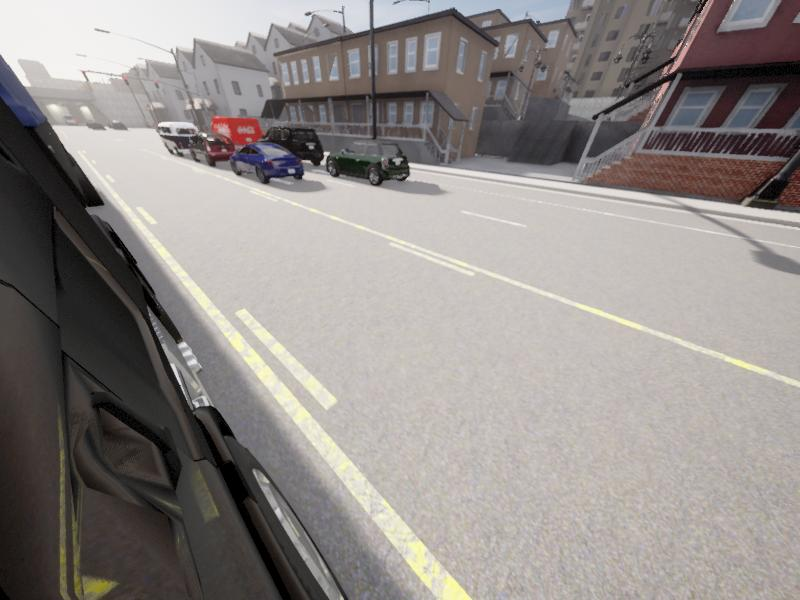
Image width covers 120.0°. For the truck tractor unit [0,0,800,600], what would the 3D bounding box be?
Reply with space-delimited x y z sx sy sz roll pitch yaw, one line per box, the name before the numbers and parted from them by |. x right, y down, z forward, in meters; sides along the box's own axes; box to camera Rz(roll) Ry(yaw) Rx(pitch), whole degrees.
truck tractor unit | -2.645 -0.295 0.352 6.516 4.208 3.053 28 44 30

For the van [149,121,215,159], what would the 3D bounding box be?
van | -16.310 -12.035 17.283 4.480 2.038 2.069 28 43 30

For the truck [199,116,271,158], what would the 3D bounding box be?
truck | -13.324 -13.269 18.743 5.204 2.467 2.627 29 44 31

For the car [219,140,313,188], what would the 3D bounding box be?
car | -6.374 -6.565 10.919 4.674 1.442 1.812 28 44 30

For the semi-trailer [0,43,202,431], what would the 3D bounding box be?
semi-trailer | -8.704 -3.575 4.259 14.254 4.402 2.717 28 44 30

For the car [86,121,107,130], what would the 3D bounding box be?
car | -64.751 -37.227 49.262 4.514 1.525 2.007 28 43 30

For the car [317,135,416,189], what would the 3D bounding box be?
car | -1.701 -6.984 11.432 4.553 1.767 2.097 28 43 30

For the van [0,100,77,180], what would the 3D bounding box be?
van | -17.641 -7.490 10.663 5.915 2.561 1.988 28 43 30

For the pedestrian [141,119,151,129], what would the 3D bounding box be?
pedestrian | -65.552 -45.375 59.580 0.751 1.860 0.751 -2 37 -6

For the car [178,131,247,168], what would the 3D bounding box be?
car | -11.616 -9.393 14.326 3.988 1.617 1.851 28 43 30

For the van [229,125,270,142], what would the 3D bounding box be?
van | -22.624 -25.244 34.970 1.775 1.987 4.442 28 46 31

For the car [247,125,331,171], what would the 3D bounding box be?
car | -7.246 -9.982 14.979 5.566 2.045 2.150 28 44 30
